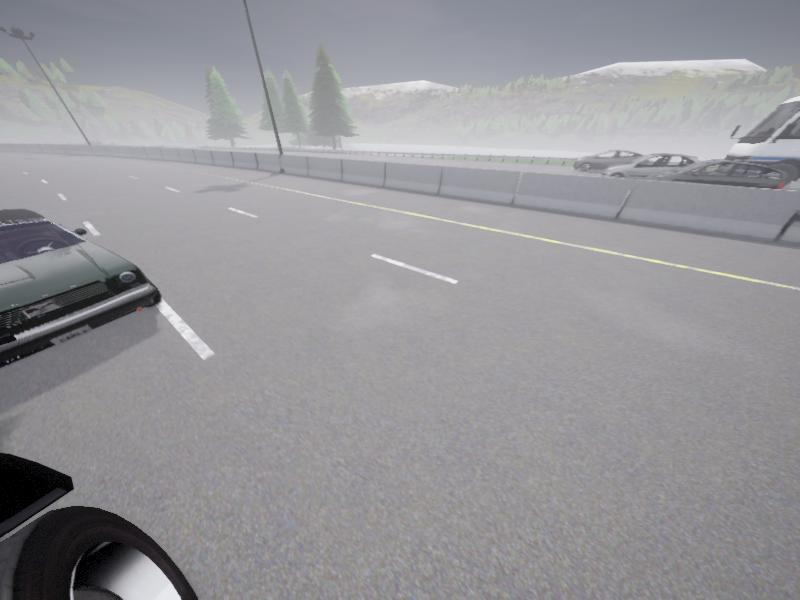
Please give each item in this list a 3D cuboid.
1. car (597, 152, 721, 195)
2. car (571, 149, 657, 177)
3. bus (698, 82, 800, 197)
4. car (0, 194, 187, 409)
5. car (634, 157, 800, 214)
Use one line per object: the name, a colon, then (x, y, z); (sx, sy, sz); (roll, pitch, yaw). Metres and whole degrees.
car: (13.493, -6.980, 12.511); (3.988, 1.617, 1.851); (23, 41, 28)
car: (16.302, -10.739, 17.934); (4.514, 1.525, 2.007); (23, 41, 28)
bus: (22.339, -6.763, 9.974); (10.273, 4.253, 3.944); (23, 41, 28)
car: (-5.769, -0.443, 3.373); (4.718, 1.301, 1.895); (17, 39, 23)
car: (12.592, -4.847, 9.528); (3.705, 1.549, 1.789); (23, 41, 28)
